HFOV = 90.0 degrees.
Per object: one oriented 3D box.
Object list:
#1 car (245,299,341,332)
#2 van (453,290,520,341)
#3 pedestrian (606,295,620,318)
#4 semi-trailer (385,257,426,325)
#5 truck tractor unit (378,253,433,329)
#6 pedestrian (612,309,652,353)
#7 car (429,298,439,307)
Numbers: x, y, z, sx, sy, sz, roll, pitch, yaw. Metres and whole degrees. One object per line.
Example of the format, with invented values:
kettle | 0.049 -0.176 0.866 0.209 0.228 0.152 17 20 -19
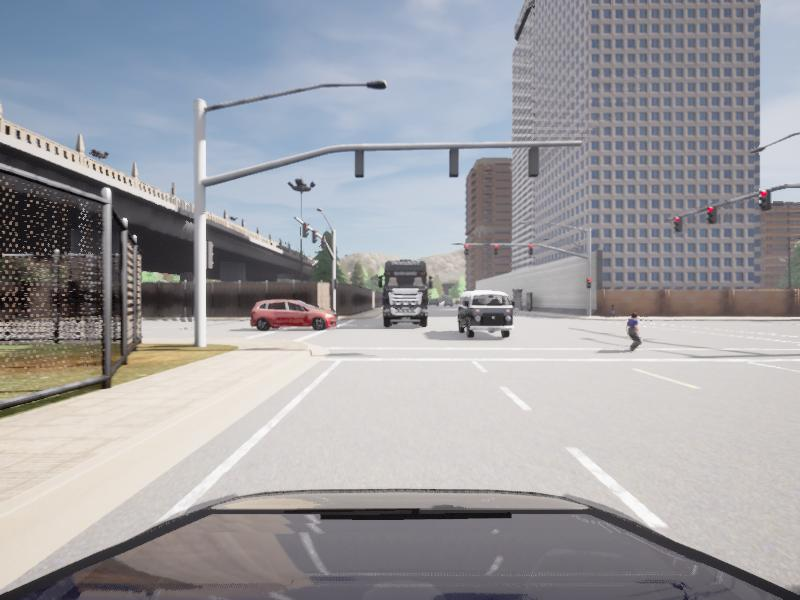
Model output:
car | -5.746 0.809 21.984 4.611 1.667 2.242 0 0 0
van | 3.745 0.607 18.160 2.069 2.038 4.480 0 0 0
pedestrian | 17.954 0.550 33.718 0.751 1.860 0.751 0 0 -4
semi-trailer | 0.435 -0.599 33.197 2.717 4.402 14.254 0 0 1
truck tractor unit | 0.349 -0.489 25.289 3.053 4.208 6.516 0 0 1
pedestrian | 7.147 0.934 12.346 0.751 1.300 0.751 0 0 -14
car | 8.187 0.597 96.398 2.150 2.045 5.566 0 0 1
